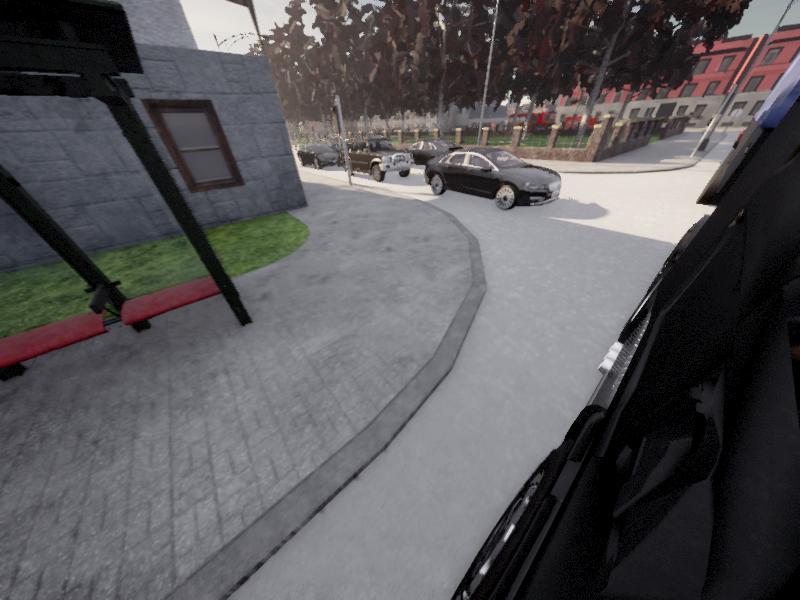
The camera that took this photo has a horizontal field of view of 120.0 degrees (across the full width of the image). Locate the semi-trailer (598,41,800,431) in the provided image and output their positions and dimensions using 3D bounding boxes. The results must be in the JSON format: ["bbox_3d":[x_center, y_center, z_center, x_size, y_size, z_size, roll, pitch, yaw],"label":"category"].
[{"bbox_3d":[8.691,-3.614,4.229,14.254,4.402,2.717,-28,44,-30],"label":"semi-trailer"}]

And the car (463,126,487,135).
[{"bbox_3d":[17.747,-40.364,54.944,2.152,1.651,5.027,-28,44,-30],"label":"car"}]

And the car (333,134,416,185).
[{"bbox_3d":[-1.430,-7.611,12.314,1.932,1.855,4.605,-28,44,-30],"label":"car"}]

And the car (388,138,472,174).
[{"bbox_3d":[1.663,-9.033,14.317,2.128,1.511,4.902,-28,44,-30],"label":"car"}]

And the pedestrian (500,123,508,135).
[{"bbox_3d":[20.675,-34.052,45.937,0.751,1.860,0.751,-16,39,-18],"label":"pedestrian"}]

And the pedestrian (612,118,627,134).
[{"bbox_3d":[32.625,-25.896,34.314,0.751,1.860,0.751,-28,44,-30],"label":"pedestrian"}]

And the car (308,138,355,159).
[{"bbox_3d":[-6.879,-15.113,22.960,2.128,1.511,4.902,-30,45,-32],"label":"car"}]

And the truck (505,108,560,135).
[{"bbox_3d":[26.116,-35.478,46.069,2.891,3.827,8.468,-28,44,-30],"label":"truck"}]

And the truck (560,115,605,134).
[{"bbox_3d":[32.032,-30.907,40.732,2.627,2.467,5.204,-29,44,-30],"label":"truck"}]

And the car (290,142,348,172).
[{"bbox_3d":[-5.977,-10.552,16.837,1.837,1.490,4.892,-28,44,-30],"label":"car"}]

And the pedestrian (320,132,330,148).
[{"bbox_3d":[-10.571,-22.662,32.746,0.751,1.860,0.751,-28,44,-30],"label":"pedestrian"}]

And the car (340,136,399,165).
[{"bbox_3d":[-2.518,-12.119,18.596,2.033,1.649,4.856,-30,44,-31],"label":"car"}]

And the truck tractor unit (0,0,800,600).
[{"bbox_3d":[2.645,-0.295,0.351,6.516,4.208,3.053,-28,44,-30],"label":"truck tractor unit"}]

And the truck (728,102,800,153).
[{"bbox_3d":[25.114,-11.612,15.465,5.204,2.467,2.627,-28,44,-30],"label":"truck"}]

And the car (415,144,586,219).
[{"bbox_3d":[2.919,-4.376,8.032,2.128,1.511,4.902,-26,43,-28],"label":"car"}]
